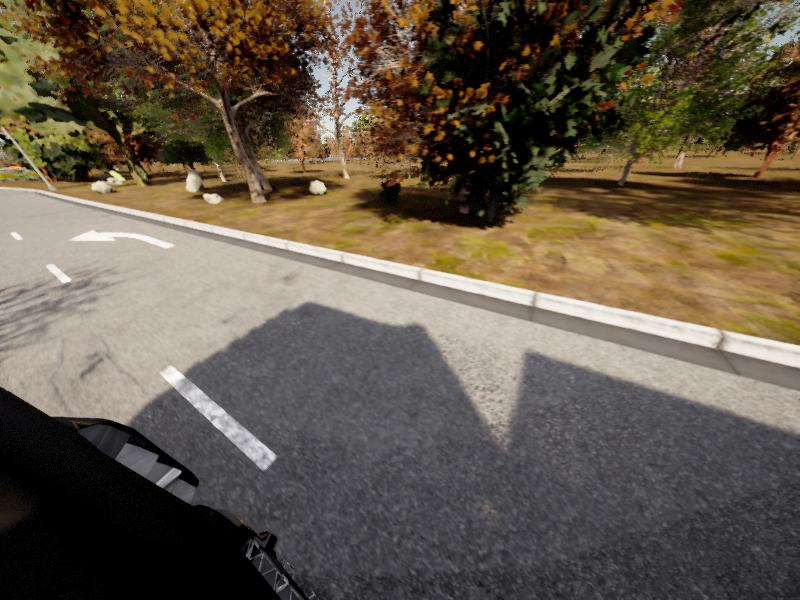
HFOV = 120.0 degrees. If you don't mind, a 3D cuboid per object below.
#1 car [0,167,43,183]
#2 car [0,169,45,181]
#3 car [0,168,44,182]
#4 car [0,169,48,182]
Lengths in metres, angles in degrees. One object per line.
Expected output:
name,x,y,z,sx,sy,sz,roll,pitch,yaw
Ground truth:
car,-67.019,-21.862,40.257,1.878,1.987,4.442,7,34,14
car,-74.183,-24.277,44.882,1.946,1.575,5.366,8,34,15
car,-69.391,-22.693,41.886,2.185,1.767,4.553,7,34,15
car,-71.707,-23.586,43.647,1.946,1.575,5.366,7,34,15
